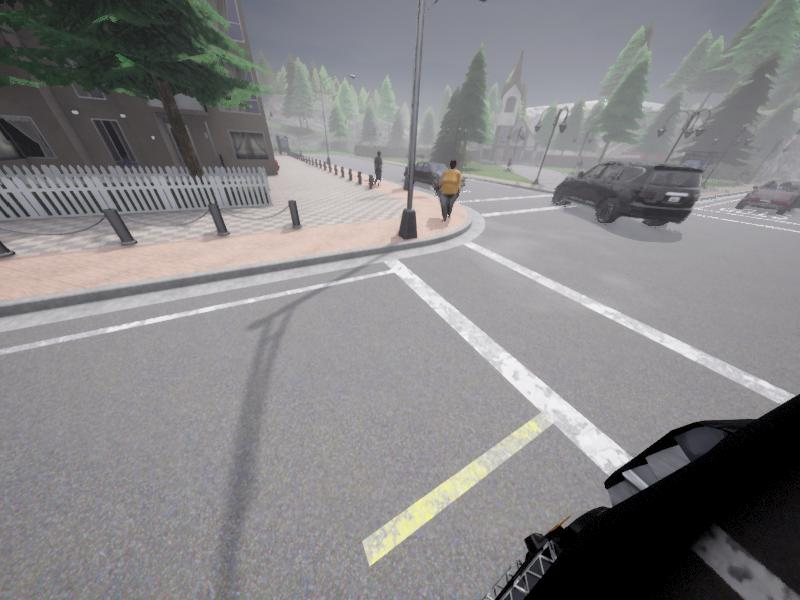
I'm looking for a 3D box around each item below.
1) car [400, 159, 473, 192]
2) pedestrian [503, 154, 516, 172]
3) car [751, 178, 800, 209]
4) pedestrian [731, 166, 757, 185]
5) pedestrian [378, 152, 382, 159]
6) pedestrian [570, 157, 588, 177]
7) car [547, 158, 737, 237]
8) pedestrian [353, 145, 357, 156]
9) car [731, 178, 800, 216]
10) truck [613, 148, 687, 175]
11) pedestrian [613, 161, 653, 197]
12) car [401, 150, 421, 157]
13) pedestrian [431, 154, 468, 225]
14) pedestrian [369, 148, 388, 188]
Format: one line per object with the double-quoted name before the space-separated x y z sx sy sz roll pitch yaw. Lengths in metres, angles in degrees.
"car" 2.203 -8.623 15.816 2.033 1.411 5.357 -15 37 -24
"pedestrian" 13.335 -16.693 28.107 0.751 1.860 0.751 2 34 -1
"car" 26.341 -7.266 15.576 3.806 1.475 1.970 -15 38 -25
"pedestrian" 38.519 -13.936 25.891 0.751 1.860 0.751 -17 39 -28
"pedestrian" -3.574 -25.438 40.649 0.500 1.100 0.500 -16 38 -26
"pedestrian" 19.806 -14.728 25.559 0.751 1.860 0.751 10 34 10
"car" 8.998 -4.625 9.734 2.150 2.045 5.566 5 33 1
"pedestrian" -9.254 -30.690 47.439 0.751 1.860 0.751 -4 34 -11
"car" 21.361 -5.951 13.144 3.705 1.549 1.789 -15 38 -25
"truck" 47.862 -26.975 44.783 2.891 3.827 8.468 -15 37 -25
"pedestrian" 14.210 -7.387 14.161 0.751 1.860 0.751 -8 35 -16
"car" 2.900 -39.336 62.028 5.008 1.535 1.882 -14 37 -24
"pedestrian" 1.508 -3.389 7.139 0.751 1.860 0.751 12 35 14
"pedestrian" -1.177 -7.271 12.778 0.751 1.860 0.751 -14 37 -24
